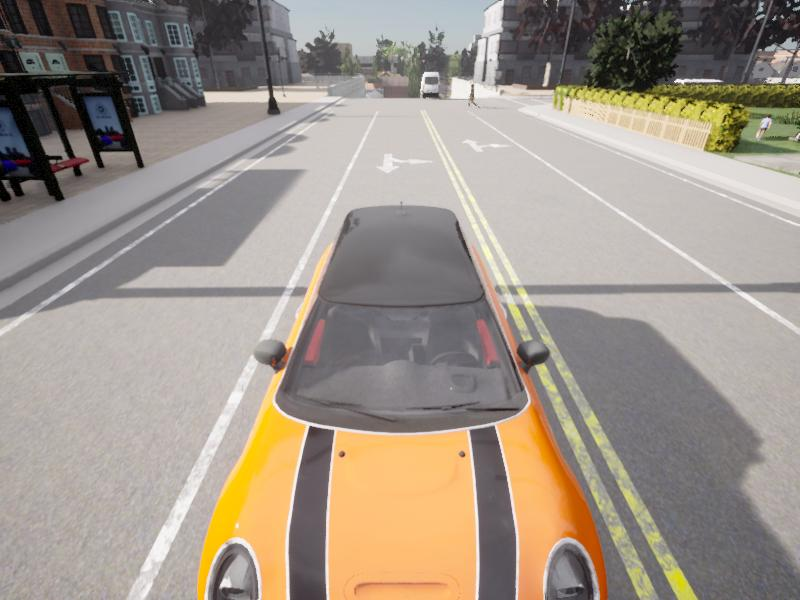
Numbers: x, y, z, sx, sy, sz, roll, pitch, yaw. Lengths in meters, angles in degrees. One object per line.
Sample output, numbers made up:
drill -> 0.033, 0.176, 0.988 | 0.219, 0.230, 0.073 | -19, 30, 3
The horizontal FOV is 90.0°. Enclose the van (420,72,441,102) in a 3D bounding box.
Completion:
van -> 3.552, -25.488, 48.082 | 1.988, 2.561, 5.915 | 0, 22, 0

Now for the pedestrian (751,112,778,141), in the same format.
pedestrian -> 16.212, -7.739, 17.817 | 0.500, 1.100, 0.500 | 18, 35, 28

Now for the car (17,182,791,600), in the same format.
car -> 0.012, 0.433, 3.486 | 2.097, 1.767, 4.553 | 0, 30, 0

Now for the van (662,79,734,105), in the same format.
van -> 27.212, -19.129, 36.712 | 4.480, 2.038, 2.069 | 0, 30, 0

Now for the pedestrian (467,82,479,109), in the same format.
pedestrian -> 5.934, -16.706, 32.694 | 0.751, 1.860, 0.751 | 2, 30, 4
